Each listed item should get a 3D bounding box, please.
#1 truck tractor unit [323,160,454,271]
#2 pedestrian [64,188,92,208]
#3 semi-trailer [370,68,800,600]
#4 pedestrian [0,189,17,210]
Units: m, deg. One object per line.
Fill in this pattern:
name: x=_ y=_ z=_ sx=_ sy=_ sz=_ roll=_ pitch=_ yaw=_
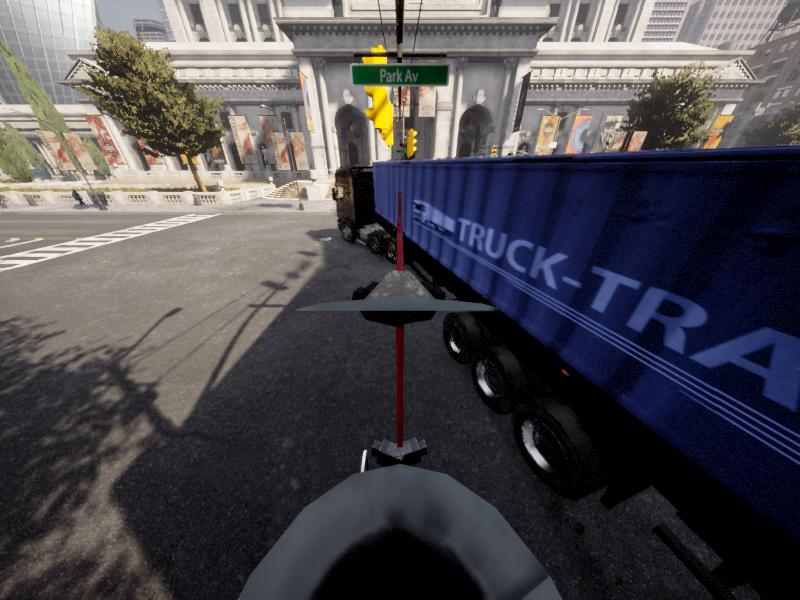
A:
truck tractor unit: x=-0.938 y=-4.875 z=12.214 sx=3.053 sy=4.208 sz=6.516 roll=-22 pitch=37 yaw=-33
pedestrian: x=-33.834 y=-10.693 z=24.312 sx=0.751 sy=1.860 sz=0.751 roll=3 pitch=30 yaw=5
semi-trailer: x=2.066 y=-1.353 z=5.920 sx=2.717 sy=4.402 sz=14.254 roll=-9 pitch=31 yaw=-15
pedestrian: x=-40.924 y=-10.324 z=23.674 sx=0.751 sy=1.860 sz=0.751 roll=0 pitch=30 yaw=0
